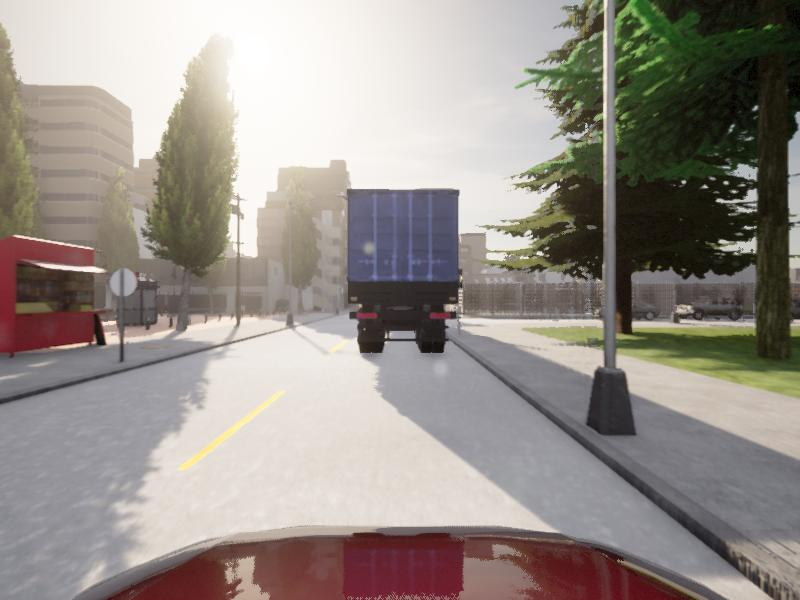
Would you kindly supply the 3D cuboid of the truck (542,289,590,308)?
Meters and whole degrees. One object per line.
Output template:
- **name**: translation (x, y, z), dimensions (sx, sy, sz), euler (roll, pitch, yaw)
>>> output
- **truck**: translation (33.697, -0.309, 81.312), dimensions (8.468, 3.827, 2.891), euler (0, 0, 0)

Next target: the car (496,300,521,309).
- **car**: translation (18.016, 0.751, 66.698), dimensions (3.705, 1.547, 1.789), euler (0, 0, 0)

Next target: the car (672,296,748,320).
- **car**: translation (24.702, 0.655, 31.992), dimensions (4.605, 1.855, 1.932), euler (0, 0, 0)

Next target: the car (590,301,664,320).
- **car**: translation (18.097, 0.847, 32.056), dimensions (4.892, 1.490, 1.837), euler (0, 0, -1)

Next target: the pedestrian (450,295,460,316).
- **pedestrian**: translation (4.974, 0.527, 35.997), dimensions (0.751, 1.860, 0.751), euler (0, 0, -2)

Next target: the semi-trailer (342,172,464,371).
- **semi-trailer**: translation (0.023, -0.616, 15.991), dimensions (2.717, 4.402, 14.254), euler (0, 0, 0)

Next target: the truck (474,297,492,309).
- **truck**: translation (13.828, 0.511, 67.020), dimensions (2.069, 2.038, 4.478), euler (0, 0, 0)

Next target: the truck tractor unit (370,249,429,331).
- **truck tractor unit**: translation (-0.025, -0.519, 23.905), dimensions (3.053, 4.208, 6.516), euler (0, 0, 0)

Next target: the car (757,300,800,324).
- **car**: translation (27.822, 0.790, 27.995), dimensions (3.988, 1.617, 1.851), euler (0, 0, 0)

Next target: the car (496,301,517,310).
- **car**: translation (17.789, 0.823, 66.857), dimensions (2.033, 1.415, 5.357), euler (0, 0, 0)
